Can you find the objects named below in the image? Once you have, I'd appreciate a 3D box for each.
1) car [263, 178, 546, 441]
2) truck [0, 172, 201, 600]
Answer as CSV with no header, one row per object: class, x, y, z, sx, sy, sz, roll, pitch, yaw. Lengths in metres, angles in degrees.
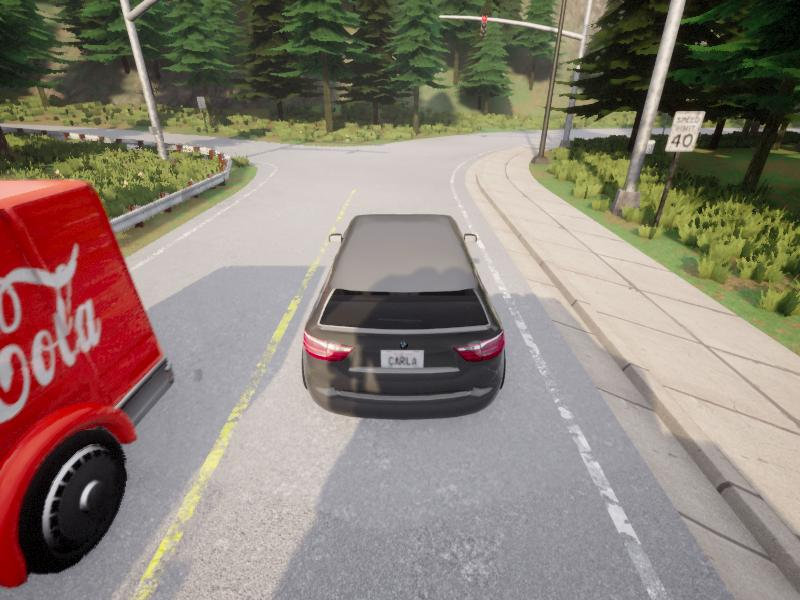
car,0.043,-0.415,5.591,2.242,1.667,4.611,0,27,0
truck,-3.490,1.264,1.451,2.627,2.467,5.204,0,27,1
